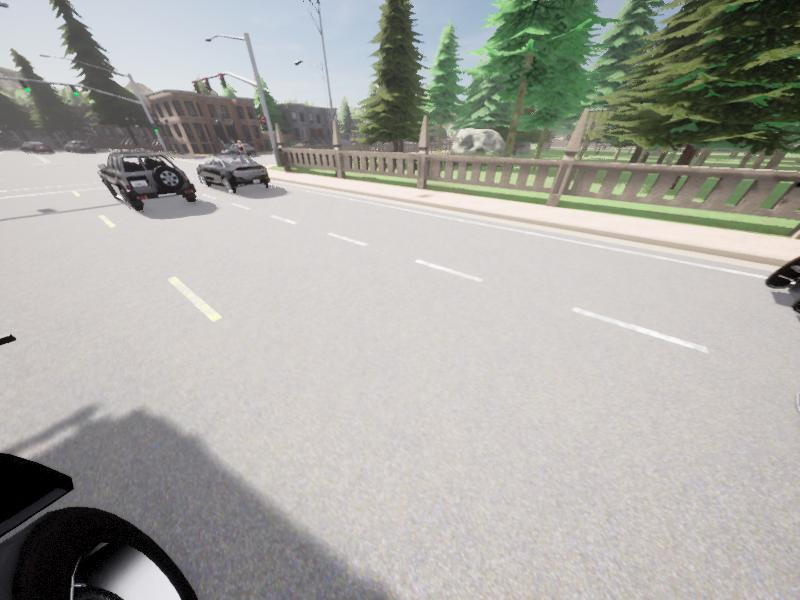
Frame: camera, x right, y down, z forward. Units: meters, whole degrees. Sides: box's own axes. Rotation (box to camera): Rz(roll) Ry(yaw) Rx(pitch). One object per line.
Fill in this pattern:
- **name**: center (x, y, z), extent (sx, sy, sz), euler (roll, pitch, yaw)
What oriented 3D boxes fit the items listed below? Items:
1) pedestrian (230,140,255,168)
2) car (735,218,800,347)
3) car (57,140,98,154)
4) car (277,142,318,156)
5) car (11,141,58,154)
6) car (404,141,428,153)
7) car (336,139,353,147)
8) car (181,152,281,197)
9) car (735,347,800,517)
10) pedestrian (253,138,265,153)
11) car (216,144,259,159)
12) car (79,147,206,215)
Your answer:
- **pedestrian**: center (-12.494, -11.611, 18.385), extent (0.751, 1.860, 0.751), euler (8, 36, 11)
- **car**: center (7.896, 0.382, 2.010), extent (5.238, 1.638, 1.930), euler (23, 41, 28)
- **car**: center (-50.749, -24.089, 36.388), extent (4.611, 1.667, 2.242), euler (16, 38, 21)
- **car**: center (-15.678, -23.403, 35.662), extent (1.801, 1.575, 5.366), euler (23, 41, 29)
- **car**: center (-55.272, -23.055, 34.934), extent (4.792, 1.488, 2.163), euler (12, 37, 16)
- **car**: center (2.952, -27.831, 42.050), extent (1.930, 1.638, 5.238), euler (23, 41, 29)
- **car**: center (-16.113, -45.738, 67.262), extent (4.856, 1.649, 2.033), euler (24, 42, 30)
- **car**: center (-8.692, -6.591, 11.894), extent (4.902, 1.511, 2.128), euler (23, 41, 29)
- **car**: center (5.081, 1.693, 0.143), extent (5.027, 1.651, 2.152), euler (23, 41, 29)
- **pedestrian**: center (-22.377, -24.588, 36.740), extent (0.751, 1.860, 0.751), euler (14, 37, 18)
- **car**: center (-20.875, -19.269, 29.835), extent (1.970, 1.475, 3.806), euler (23, 41, 28)
- **car**: center (-10.157, -4.878, 9.126), extent (4.605, 1.855, 1.932), euler (22, 41, 29)
